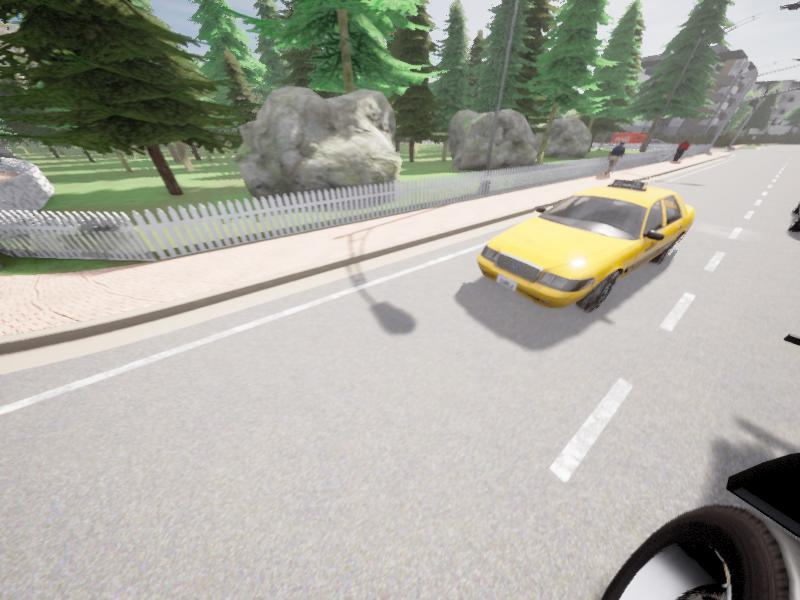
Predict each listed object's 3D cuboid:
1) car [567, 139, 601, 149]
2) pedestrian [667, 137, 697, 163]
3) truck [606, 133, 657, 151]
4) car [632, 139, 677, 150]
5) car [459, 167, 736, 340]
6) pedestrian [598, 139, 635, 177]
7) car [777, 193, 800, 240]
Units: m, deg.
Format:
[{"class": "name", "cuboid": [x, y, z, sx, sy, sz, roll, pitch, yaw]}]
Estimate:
[{"class": "car", "cuboid": [36.478, -31.016, 45.947, 1.837, 1.490, 4.892, -21, 40, -26]}, {"class": "pedestrian", "cuboid": [24.256, -12.907, 19.906, 0.751, 1.860, 0.751, -22, 41, -27]}, {"class": "truck", "cuboid": [40.526, -27.888, 40.637, 2.627, 2.467, 5.204, -21, 40, -26]}, {"class": "car", "cuboid": [44.804, -27.449, 40.794, 2.128, 1.511, 4.902, -21, 40, -26]}, {"class": "car", "cuboid": [3.853, -1.390, 4.436, 5.366, 1.575, 1.801, -21, 40, -26]}, {"class": "pedestrian", "cuboid": [12.749, -8.395, 13.675, 0.751, 1.860, 0.751, -22, 41, -28]}, {"class": "car", "cuboid": [12.734, -2.633, 6.170, 4.792, 1.488, 2.163, -22, 41, -28]}]
